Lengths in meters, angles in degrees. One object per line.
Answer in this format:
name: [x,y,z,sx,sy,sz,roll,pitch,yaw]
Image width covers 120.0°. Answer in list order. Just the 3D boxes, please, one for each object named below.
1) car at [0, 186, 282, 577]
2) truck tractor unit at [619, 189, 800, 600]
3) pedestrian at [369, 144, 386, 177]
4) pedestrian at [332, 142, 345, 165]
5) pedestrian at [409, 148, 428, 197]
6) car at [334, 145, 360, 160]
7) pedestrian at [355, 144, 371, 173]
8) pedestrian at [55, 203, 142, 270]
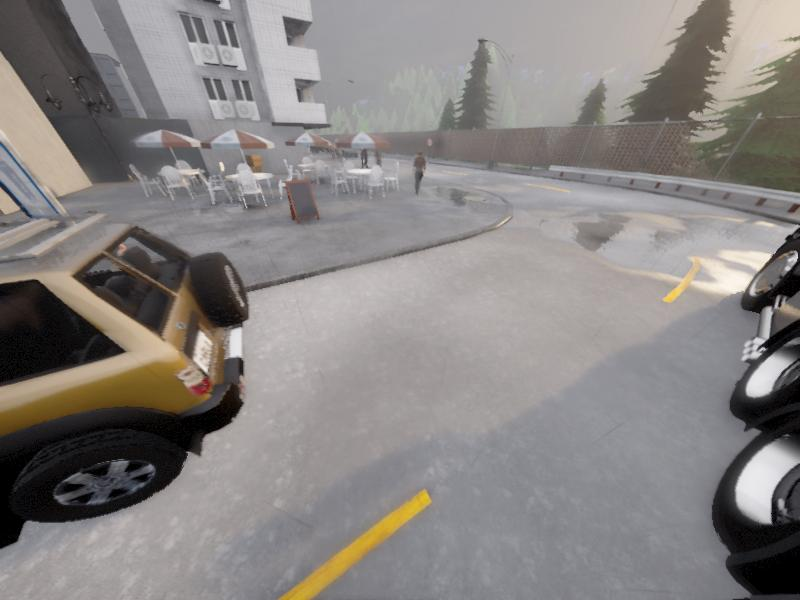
car: [-3.562,0.683,1.342,4.605,1.855,1.932,-18,39,-24]
truck tractor unit: [4.974,-0.420,0.946,6.516,4.208,3.053,-24,41,-30]
pedestrian: [-1.539,-9.581,15.894,0.751,1.860,0.751,-24,41,-30]
pedestrian: [-6.159,-14.806,23.357,0.751,1.860,0.751,-27,43,-34]
pedestrian: [0.805,-5.698,10.337,0.751,1.860,0.751,2,35,2]
car: [-7.409,-20.533,32.077,1.882,1.535,5.008,-18,39,-24]
pedestrian: [-2.812,-10.869,17.733,0.751,1.860,0.751,-24,42,-31]
pedestrian: [-5.875,-1.248,4.554,0.500,1.100,0.500,18,38,23]
